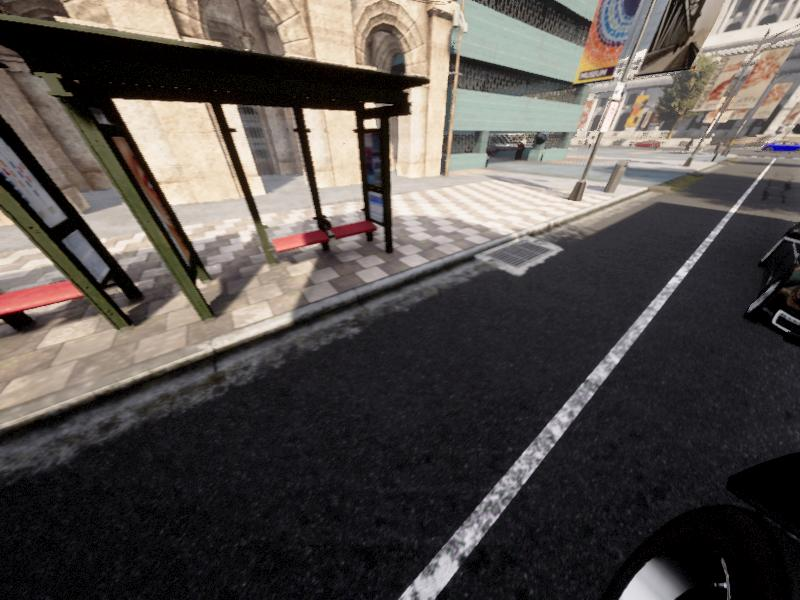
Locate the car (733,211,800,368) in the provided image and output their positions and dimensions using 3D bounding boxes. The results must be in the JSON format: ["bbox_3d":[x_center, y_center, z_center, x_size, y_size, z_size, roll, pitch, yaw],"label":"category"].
[{"bbox_3d":[6.922,-0.443,3.179,4.892,1.490,1.837,-23,41,-28],"label":"car"}]

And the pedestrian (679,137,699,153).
[{"bbox_3d":[40.008,-21.434,32.007,0.751,1.860,0.751,-14,37,-18],"label":"pedestrian"}]

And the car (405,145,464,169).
[{"bbox_3d":[3.031,-12.616,20.288,4.786,1.482,2.161,-23,41,-28],"label":"car"}]

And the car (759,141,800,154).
[{"bbox_3d":[57.759,-22.834,34.478,1.816,1.474,4.193,-23,41,-28],"label":"car"}]

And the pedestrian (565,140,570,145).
[{"bbox_3d":[47.855,-45.004,65.968,0.500,1.100,0.500,-17,38,-22],"label":"pedestrian"}]

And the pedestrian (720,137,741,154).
[{"bbox_3d":[43.204,-20.206,30.243,0.751,1.860,0.751,-24,41,-29],"label":"pedestrian"}]

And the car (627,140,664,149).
[{"bbox_3d":[50.559,-32.104,47.664,2.163,1.488,4.792,-23,41,-28],"label":"car"}]

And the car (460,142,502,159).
[{"bbox_3d":[10.022,-18.514,28.513,4.902,1.511,2.128,-23,41,-28],"label":"car"}]
